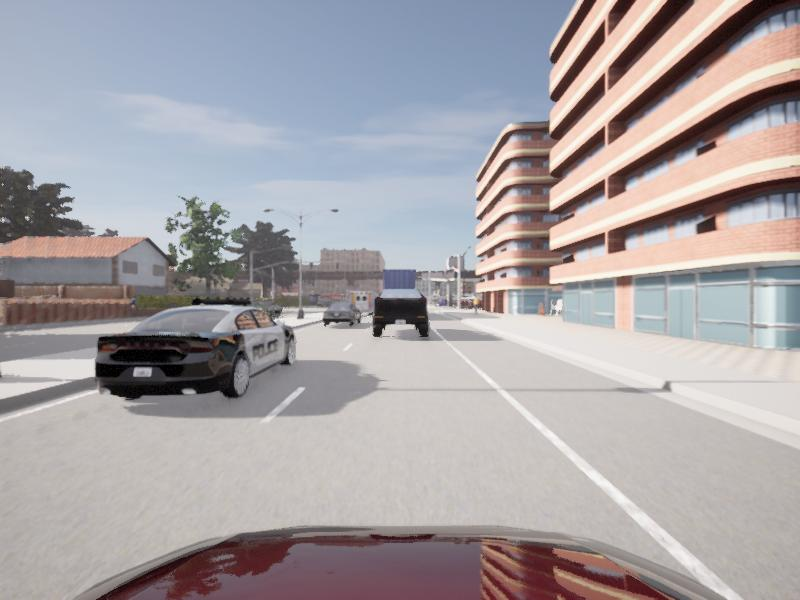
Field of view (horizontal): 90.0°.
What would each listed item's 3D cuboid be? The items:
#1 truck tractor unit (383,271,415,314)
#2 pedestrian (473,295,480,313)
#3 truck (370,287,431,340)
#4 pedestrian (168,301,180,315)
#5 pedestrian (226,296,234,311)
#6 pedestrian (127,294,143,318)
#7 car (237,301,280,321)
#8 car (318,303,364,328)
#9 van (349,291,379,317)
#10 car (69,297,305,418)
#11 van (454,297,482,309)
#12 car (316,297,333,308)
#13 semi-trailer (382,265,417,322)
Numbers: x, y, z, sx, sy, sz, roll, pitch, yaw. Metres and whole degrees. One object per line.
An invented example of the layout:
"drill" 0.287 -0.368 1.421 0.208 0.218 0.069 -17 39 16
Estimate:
"truck tractor unit" -0.138 -0.655 45.877 3.053 4.208 6.516 -5 -3 -1
"pedestrian" 7.979 0.455 41.713 0.751 1.860 0.751 0 0 15
"truck" 0.022 0.536 18.989 2.390 2.098 6.274 0 0 0
"pedestrian" -21.093 0.752 37.341 0.751 1.300 0.751 0 0 -2
"pedestrian" -21.054 0.468 49.628 0.751 1.860 0.751 0 0 -5
"pedestrian" -20.703 0.474 31.235 0.751 1.860 0.751 0 0 -4
"car" -11.483 0.817 32.815 2.007 1.525 4.514 0 0 0
"car" -3.575 0.886 25.378 2.033 1.411 5.357 0 0 1
"van" -3.625 0.362 41.126 2.351 2.431 6.366 0 0 1
"car" -3.497 0.768 8.025 1.930 1.638 5.238 0 0 0
"van" 11.684 0.542 68.687 4.480 2.038 2.069 -1 0 -2
"car" -14.987 0.542 79.636 2.150 2.045 5.566 0 0 1
"semi-trailer" -0.030 -0.702 37.883 2.717 4.402 14.254 0 2 0
